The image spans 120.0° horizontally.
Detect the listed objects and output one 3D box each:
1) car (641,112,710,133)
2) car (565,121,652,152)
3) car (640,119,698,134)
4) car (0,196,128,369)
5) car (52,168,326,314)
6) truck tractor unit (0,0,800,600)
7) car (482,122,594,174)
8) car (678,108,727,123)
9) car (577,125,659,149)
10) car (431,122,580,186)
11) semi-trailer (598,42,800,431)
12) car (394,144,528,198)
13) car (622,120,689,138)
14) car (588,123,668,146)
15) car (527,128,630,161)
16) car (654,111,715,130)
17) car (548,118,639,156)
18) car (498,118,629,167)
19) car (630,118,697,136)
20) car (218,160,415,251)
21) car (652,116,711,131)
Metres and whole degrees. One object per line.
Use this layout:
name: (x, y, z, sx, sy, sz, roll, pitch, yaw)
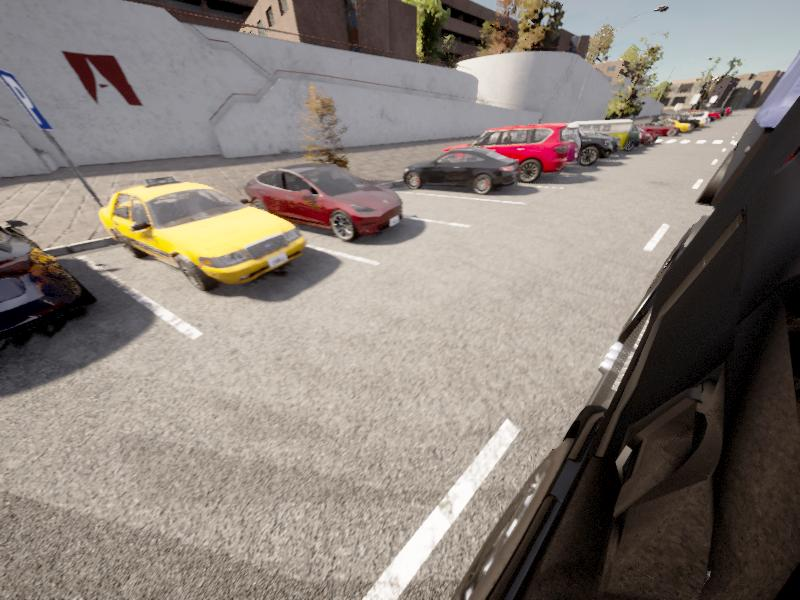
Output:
car: (38.933, -25.249, 32.978, 5.566, 2.045, 2.435, 17, 41, 25)
car: (16.004, -12.793, 18.150, 4.553, 1.767, 2.185, 17, 41, 25)
car: (36.620, -23.782, 31.674, 4.674, 1.452, 2.002, 17, 41, 25)
car: (-6.852, -0.463, 3.403, 4.792, 1.488, 2.163, 17, 41, 25)
car: (-4.379, -1.650, 4.795, 5.366, 1.575, 1.946, 17, 40, 25)
truck tractor unit: (2.645, -0.295, 0.351, 6.516, 4.208, 3.053, -28, 44, -30)
car: (6.958, -7.948, 12.131, 4.442, 1.987, 1.878, 17, 41, 25)
car: (64.154, -39.143, 49.145, 5.566, 2.045, 2.435, 17, 41, 25)
car: (18.267, -13.893, 19.741, 4.674, 1.452, 2.002, 17, 41, 25)
car: (4.545, -6.776, 10.688, 5.566, 2.045, 2.435, 17, 41, 25)
semi-trailer: (8.691, -3.609, 4.237, 14.254, 4.402, 2.717, -28, 44, -30)
car: (2.306, -5.312, 9.363, 4.674, 1.452, 2.002, 17, 41, 25)
car: (29.763, -20.071, 27.185, 4.792, 1.488, 2.163, 17, 41, 25)
car: (20.587, -15.134, 21.221, 4.792, 1.488, 2.163, 17, 41, 25)
car: (11.429, -10.245, 15.272, 4.892, 1.521, 2.231, 17, 41, 25)
car: (45.761, -29.013, 37.435, 5.566, 2.045, 2.435, 17, 42, 25)
car: (13.591, -11.685, 16.670, 4.442, 1.987, 1.878, 17, 41, 25)
car: (9.161, -9.219, 13.635, 5.566, 2.045, 2.435, 17, 41, 25)
car: (34.162, -22.620, 30.232, 5.366, 1.575, 1.946, 17, 41, 25)
car: (-2.233, -2.876, 6.370, 4.792, 1.488, 2.163, 17, 40, 25)
car: (43.665, -27.506, 36.018, 5.366, 1.575, 1.946, 17, 41, 25)
